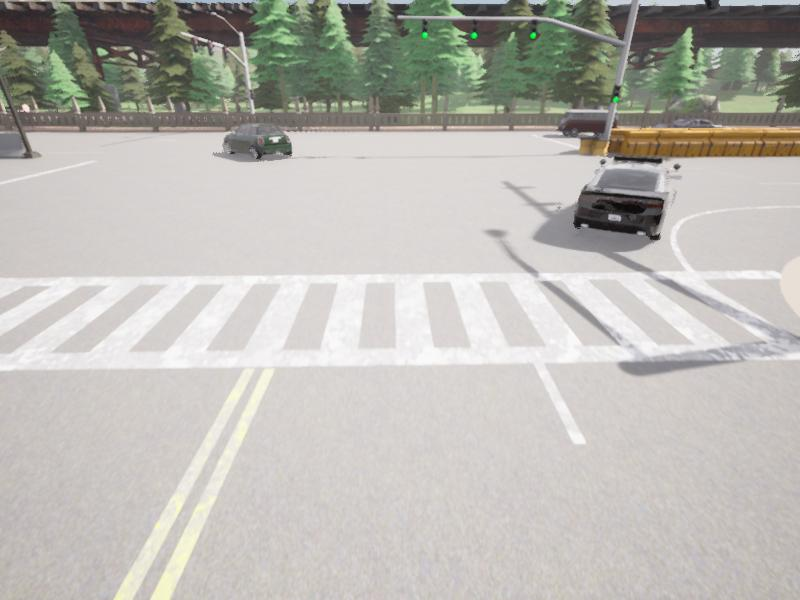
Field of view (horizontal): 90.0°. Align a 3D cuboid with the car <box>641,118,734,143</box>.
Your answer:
[{"bbox_3d":[20.804,-12.409,29.152,4.902,1.511,2.128,-1,27,-2],"label":"car"}]

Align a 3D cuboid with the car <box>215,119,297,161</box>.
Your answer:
[{"bbox_3d":[-8.019,-8.947,22.147,4.553,1.767,2.097,23,35,38],"label":"car"}]

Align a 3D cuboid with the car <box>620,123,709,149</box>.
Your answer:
[{"bbox_3d":[17.050,-10.693,25.969,4.181,1.385,1.994,-1,27,-2],"label":"car"}]

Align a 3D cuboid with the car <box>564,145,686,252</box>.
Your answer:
[{"bbox_3d":[6.154,-2.971,10.629,1.930,1.638,5.238,16,31,30],"label":"car"}]

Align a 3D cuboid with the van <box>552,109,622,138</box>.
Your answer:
[{"bbox_3d":[14.867,-14.130,32.002,4.442,1.987,1.775,-1,27,-2],"label":"van"}]
